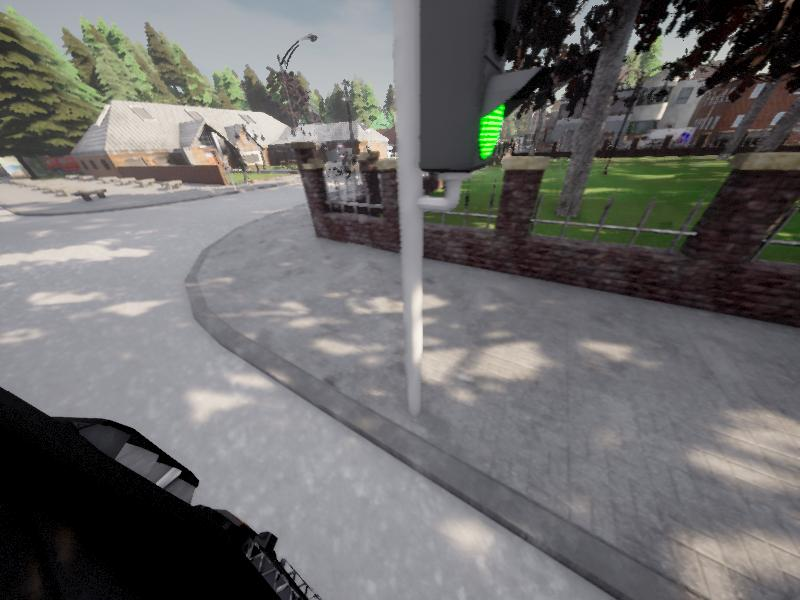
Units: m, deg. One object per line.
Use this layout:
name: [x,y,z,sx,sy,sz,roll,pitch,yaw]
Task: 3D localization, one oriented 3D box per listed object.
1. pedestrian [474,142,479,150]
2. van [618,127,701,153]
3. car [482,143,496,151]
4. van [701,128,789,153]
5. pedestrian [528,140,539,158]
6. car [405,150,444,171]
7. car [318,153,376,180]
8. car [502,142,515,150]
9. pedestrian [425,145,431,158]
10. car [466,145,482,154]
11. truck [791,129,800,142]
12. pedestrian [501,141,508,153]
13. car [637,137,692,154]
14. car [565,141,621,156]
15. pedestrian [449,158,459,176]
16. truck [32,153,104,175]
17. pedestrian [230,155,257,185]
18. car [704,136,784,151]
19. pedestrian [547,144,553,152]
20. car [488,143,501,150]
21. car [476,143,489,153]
pedestrian: [20.615,-41.569,62.344,0.751,1.860,0.751,-3,34,-1]
van: [33.045,-20.596,29.914,6.366,2.431,2.351,16,38,26]
car: [22.259,-38.232,57.824,2.163,1.488,4.792,16,38,26]
van: [36.132,-16.801,24.429,4.442,1.987,1.775,15,38,24]
pedestrian: [16.819,-19.102,29.178,0.751,1.860,0.751,16,38,26]
car: [2.599,-14.224,23.493,1.882,1.535,5.008,16,38,26]
car: [-4.417,-11.653,20.067,2.242,1.667,4.611,17,38,26]
car: [27.533,-39.068,58.624,1.882,1.535,5.008,16,39,26]
pedestrian: [4.701,-24.867,38.661,0.751,1.860,0.751,17,39,27]
car: [15.485,-31.385,48.235,1.994,1.385,4.181,16,38,26]
truck: [63.070,-25.128,33.173,2.891,3.827,8.468,16,38,26]
pedestrian: [20.133,-29.590,44.568,0.751,1.860,0.751,23,42,33]
car: [30.989,-18.151,27.232,3.633,1.501,1.845,15,38,25]
car: [25.156,-19.940,30.452,5.357,1.411,2.033,17,39,27]
pedestrian: [3.857,-9.529,16.570,0.500,1.100,0.500,16,38,25]
truck: [-76.637,-31.671,53.702,2.891,3.827,8.468,16,38,26]
pedestrian: [-11.648,-9.663,17.226,0.751,1.860,0.751,10,36,19]
car: [39.401,-18.062,26.684,4.718,1.301,1.895,18,39,28]
pedestrian: [24.985,-25.295,38.456,0.500,1.100,0.500,14,37,23]
car: [25.498,-41.462,62.393,2.163,1.488,4.792,16,38,26]
car: [18.967,-35.005,53.152,1.851,1.617,3.988,16,38,26]
